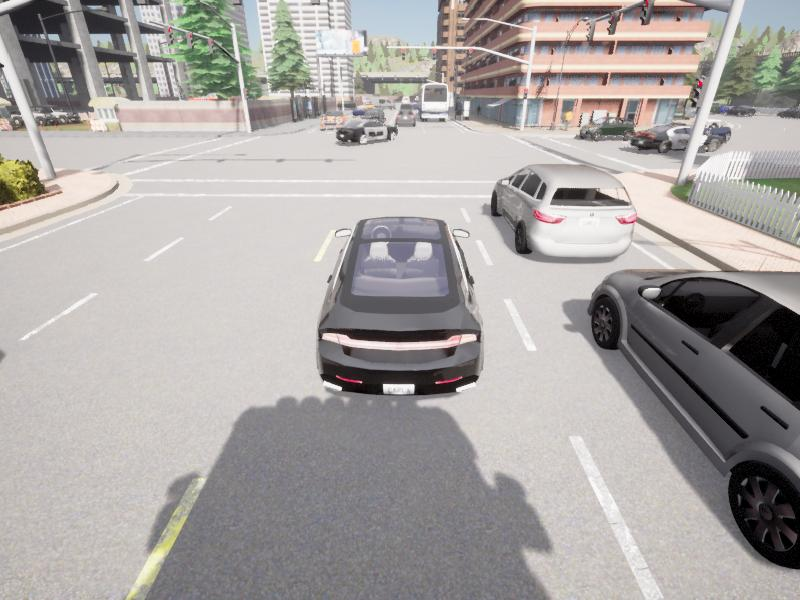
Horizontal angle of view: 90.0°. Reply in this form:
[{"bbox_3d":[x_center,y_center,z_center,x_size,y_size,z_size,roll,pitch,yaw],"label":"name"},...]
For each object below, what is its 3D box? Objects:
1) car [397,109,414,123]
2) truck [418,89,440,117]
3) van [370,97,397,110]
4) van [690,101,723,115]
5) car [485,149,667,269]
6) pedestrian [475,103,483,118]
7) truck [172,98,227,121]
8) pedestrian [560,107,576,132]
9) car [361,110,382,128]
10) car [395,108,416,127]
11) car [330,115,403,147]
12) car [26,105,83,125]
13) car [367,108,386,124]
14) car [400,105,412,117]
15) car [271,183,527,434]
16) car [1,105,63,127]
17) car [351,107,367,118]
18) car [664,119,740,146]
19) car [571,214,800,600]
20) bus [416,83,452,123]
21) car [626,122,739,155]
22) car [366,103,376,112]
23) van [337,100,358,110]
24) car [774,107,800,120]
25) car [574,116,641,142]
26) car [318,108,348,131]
[{"bbox_3d":[0.726,-23.170,50.253,2.033,1.411,5.357,0,27,1],"label":"car"},{"bbox_3d":[4.444,-31.280,63.387,2.891,3.827,8.468,0,27,1],"label":"truck"},{"bbox_3d":[-3.694,-44.326,90.182,5.915,2.561,1.988,1,27,1],"label":"van"},{"bbox_3d":[51.570,-32.395,67.449,1.775,1.987,4.442,1,27,1],"label":"van"},{"bbox_3d":[3.605,-2.399,9.470,2.242,1.667,4.611,1,27,1],"label":"car"},{"bbox_3d":[10.669,-25.636,54.160,0.751,1.860,0.751,0,27,1],"label":"pedestrian"},{"bbox_3d":[-25.066,-23.993,50.334,5.204,2.467,2.615,0,27,1],"label":"truck"},{"bbox_3d":[14.272,-15.369,34.029,0.751,1.860,0.751,19,33,32],"label":"pedestrian"},{"bbox_3d":[-2.903,-19.097,42.206,1.837,1.490,4.892,0,27,1],"label":"car"},{"bbox_3d":[0.606,-19.992,43.757,2.242,1.667,4.611,0,27,1],"label":"car"},{"bbox_3d":[-2.191,-11.844,27.879,1.930,1.638,5.238,21,34,34],"label":"car"},{"bbox_3d":[-36.821,-19.818,42.769,3.866,1.878,1.905,0,27,1],"label":"car"},{"bbox_3d":[-2.804,-22.388,48.617,1.837,1.490,4.892,0,28,1],"label":"car"},{"bbox_3d":[0.929,-29.950,63.303,1.801,1.575,5.366,0,27,1],"label":"car"},{"bbox_3d":[0.023,-0.455,5.857,2.128,1.511,4.902,0,27,1],"label":"car"},{"bbox_3d":[-36.858,-18.476,40.153,3.866,1.878,1.905,0,27,1],"label":"car"},{"bbox_3d":[-6.116,-28.412,60.564,1.895,1.301,4.718,0,27,1],"label":"car"},{"bbox_3d":[20.350,-11.372,27.047,3.806,1.475,1.970,-9,29,-18],"label":"car"},{"bbox_3d":[3.494,0.484,3.923,1.851,1.617,3.988,0,27,1],"label":"car"},{"bbox_3d":[4.139,-25.663,51.983,3.944,4.253,10.273,0,27,1],"label":"bus"},{"bbox_3d":[16.062,-9.290,22.929,4.974,1.542,2.038,-4,27,-8],"label":"car"},{"bbox_3d":[-5.929,-39.001,80.949,1.882,1.535,5.008,-3,27,-5],"label":"car"},{"bbox_3d":[-11.807,-44.135,90.461,4.442,1.987,1.775,1,27,1],"label":"van"},{"bbox_3d":[54.524,-25.586,54.815,2.033,1.411,5.357,3,27,6],"label":"car"},{"bbox_3d":[15.048,-12.480,29.121,3.705,1.549,1.789,-5,28,-10],"label":"car"},{"bbox_3d":[-6.454,-17.659,39.075,2.097,1.767,4.553,0,27,1],"label":"car"}]
